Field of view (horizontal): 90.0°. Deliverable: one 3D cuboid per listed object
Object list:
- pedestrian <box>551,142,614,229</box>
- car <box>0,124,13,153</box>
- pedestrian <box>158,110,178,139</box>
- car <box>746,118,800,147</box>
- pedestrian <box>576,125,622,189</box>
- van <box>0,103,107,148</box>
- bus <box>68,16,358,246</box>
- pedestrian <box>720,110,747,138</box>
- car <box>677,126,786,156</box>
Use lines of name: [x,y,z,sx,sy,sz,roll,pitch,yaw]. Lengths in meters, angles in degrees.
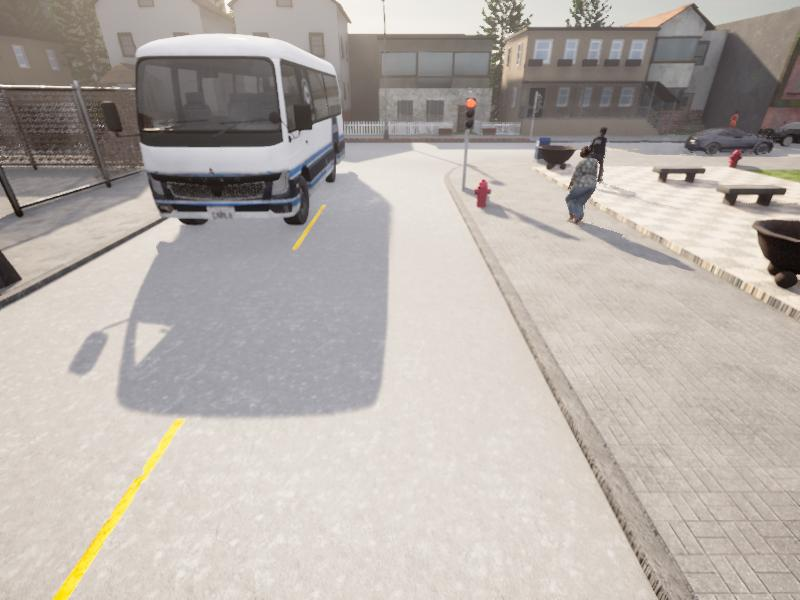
pedestrian: [4.345,-2.749,9.628,0.751,1.860,0.751,-6,28,-11]
car: [-25.538,-9.075,22.637,4.902,1.511,2.128,1,27,2]
pedestrian: [-17.013,-12.874,29.363,0.751,1.860,0.751,-7,28,-13]
car: [26.442,-11.078,26.370,5.238,1.638,1.930,-1,27,-1]
pedestrian: [6.563,-4.731,13.226,0.751,1.860,0.751,-22,35,-36]
van: [-23.093,-11.361,25.955,5.915,2.561,1.988,-1,27,-2]
bus: [-3.871,-5.453,12.575,3.944,4.253,10.273,0,27,0]
pedestrian: [24.997,-13.209,29.995,0.751,1.860,0.751,-11,29,-20]
car: [18.711,-9.072,22.767,4.181,1.385,1.994,1,27,2]
